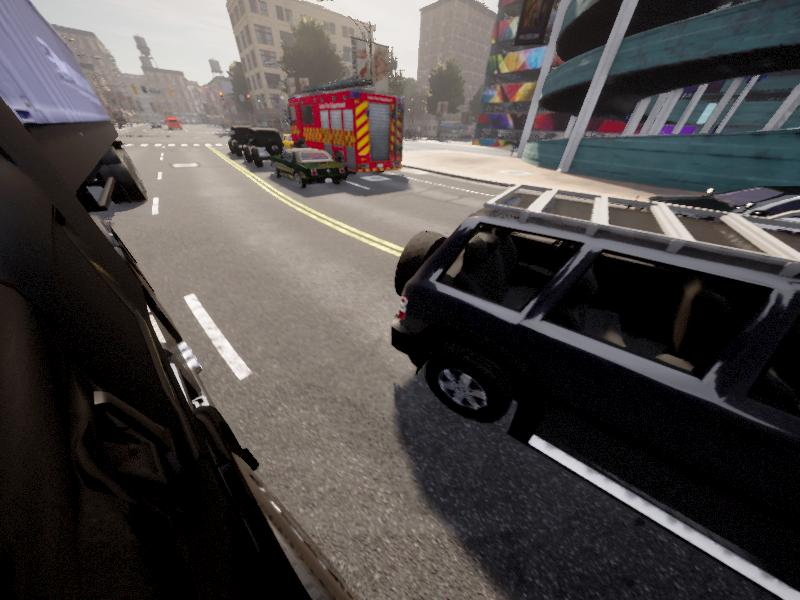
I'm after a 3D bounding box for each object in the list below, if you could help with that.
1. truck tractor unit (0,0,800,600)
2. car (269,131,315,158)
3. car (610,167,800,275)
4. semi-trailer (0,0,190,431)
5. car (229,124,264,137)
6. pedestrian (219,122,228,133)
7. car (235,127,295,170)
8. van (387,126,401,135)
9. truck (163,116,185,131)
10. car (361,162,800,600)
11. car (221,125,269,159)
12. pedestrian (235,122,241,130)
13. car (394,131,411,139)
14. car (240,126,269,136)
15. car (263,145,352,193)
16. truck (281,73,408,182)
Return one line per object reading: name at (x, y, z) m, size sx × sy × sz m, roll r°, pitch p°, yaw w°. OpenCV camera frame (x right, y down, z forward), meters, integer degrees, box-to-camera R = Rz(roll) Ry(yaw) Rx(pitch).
truck tractor unit at (-2.645, -0.295, 0.352) m, size 6.516 × 4.208 × 3.053 m, roll 28°, pitch 44°, yaw 30°
car at (-9.337, -13.410, 19.799) m, size 1.801 × 1.575 × 5.366 m, roll -24°, pitch 44°, yaw -31°
car at (8.448, -1.823, 5.313) m, size 4.974 × 1.542 × 2.038 m, roll 20°, pitch 40°, yaw 22°
semi-trailer at (-8.166, -3.905, 4.709) m, size 2.717 × 4.402 × 14.254 m, roll -28°, pitch 46°, yaw -34°
car at (-27.768, -30.770, 41.971) m, size 2.242 × 1.667 × 4.611 m, roll 25°, pitch 42°, yaw 28°
pedestrian at (-38.049, -37.181, 49.786) m, size 0.751 × 1.860 × 0.751 m, roll -23°, pitch 44°, yaw -30°
car at (-8.340, -9.427, 14.244) m, size 1.905 × 1.878 × 3.866 m, roll -24°, pitch 44°, yaw -31°
van at (-2.212, -64.674, 88.298) m, size 1.988 × 2.561 × 5.915 m, roll -25°, pitch 44°, yaw -32°
truck at (-51.844, -40.497, 52.935) m, size 2.627 × 2.467 × 5.204 m, roll -24°, pitch 45°, yaw -31°
car at (2.149, 0.398, 1.666) m, size 4.605 × 1.855 × 1.932 m, roll 25°, pitch 43°, yaw 27°
car at (-12.009, -12.275, 17.857) m, size 1.905 × 1.878 × 3.866 m, roll -25°, pitch 44°, yaw -31°
pedestrian at (-48.924, -52.551, 69.803) m, size 0.751 × 1.860 × 0.751 m, roll -25°, pitch 45°, yaw -32°
car at (0.681, -44.237, 61.788) m, size 3.988 × 1.617 × 1.851 m, roll -24°, pitch 44°, yaw -31°
car at (-29.649, -34.642, 47.255) m, size 4.674 × 1.442 × 1.812 m, roll -8°, pitch 38°, yaw -13°
car at (-4.352, -6.158, 10.585) m, size 1.895 × 1.301 × 4.718 m, roll -26°, pitch 45°, yaw -33°
truck at (-3.531, -9.822, 13.436) m, size 2.891 × 3.827 × 8.468 m, roll -25°, pitch 45°, yaw -32°
